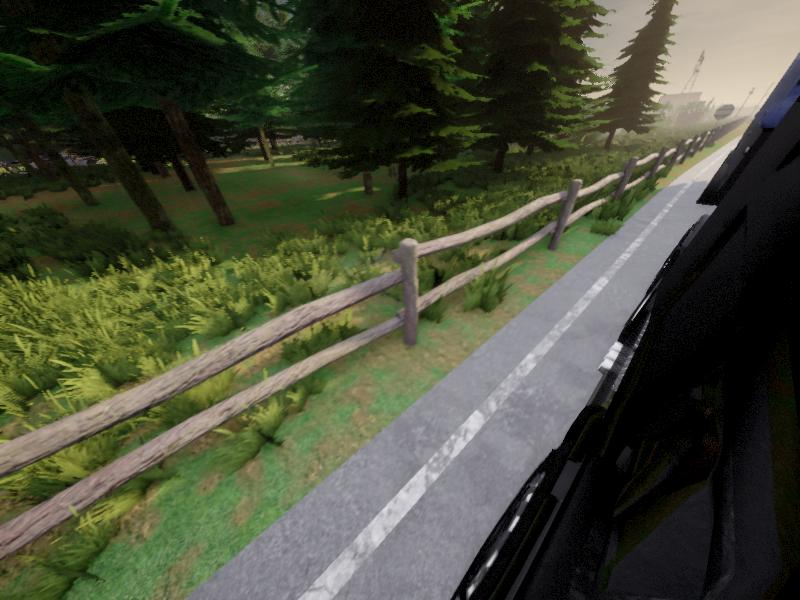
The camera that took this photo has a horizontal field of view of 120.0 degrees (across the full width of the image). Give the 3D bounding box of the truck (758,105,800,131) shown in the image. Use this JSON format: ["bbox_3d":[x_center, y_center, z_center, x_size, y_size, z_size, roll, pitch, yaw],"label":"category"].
[{"bbox_3d":[49.289,-23.383,29.665,5.204,2.467,2.627,-27,43,-29],"label":"truck"}]

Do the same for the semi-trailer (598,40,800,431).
[{"bbox_3d":[8.692,-3.613,4.230,14.254,4.402,2.717,-28,44,-30],"label":"semi-trailer"}]

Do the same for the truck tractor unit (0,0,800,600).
[{"bbox_3d":[2.645,-0.295,0.351,6.516,4.208,3.053,-28,44,-30],"label":"truck tractor unit"}]

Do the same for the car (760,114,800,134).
[{"bbox_3d":[42.284,-19.509,25.661,3.988,1.617,1.851,-27,43,-29],"label":"car"}]
